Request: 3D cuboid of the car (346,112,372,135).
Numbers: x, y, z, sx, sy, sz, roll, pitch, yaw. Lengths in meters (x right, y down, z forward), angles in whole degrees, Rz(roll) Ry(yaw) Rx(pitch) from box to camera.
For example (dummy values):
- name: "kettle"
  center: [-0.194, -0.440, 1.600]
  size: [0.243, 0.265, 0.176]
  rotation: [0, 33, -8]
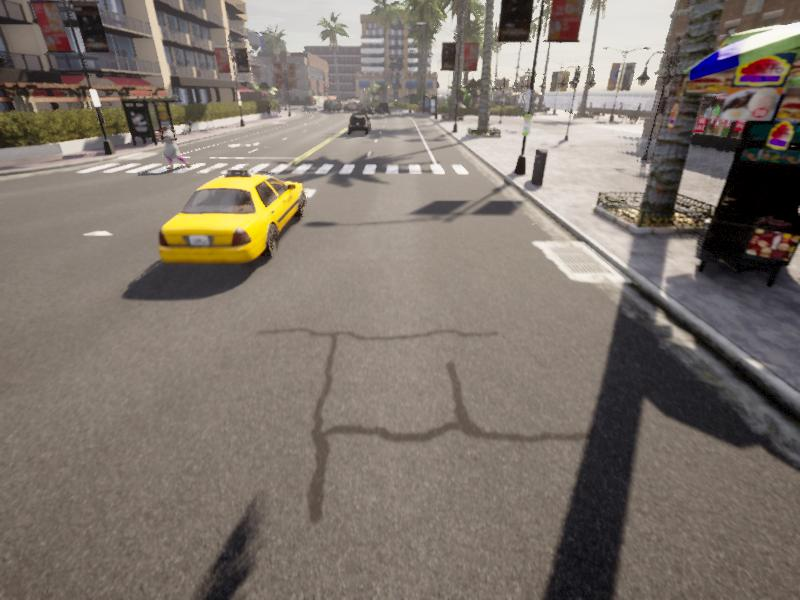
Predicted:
- name: "car"
  center: [-3.494, -15.420, 34.840]
  size: [1.851, 1.617, 3.988]
  rotation: [0, 27, 0]

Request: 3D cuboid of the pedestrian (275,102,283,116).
- name: "pedestrian"
  center: [-17.166, -27.165, 56.903]
  size: [0.751, 1.860, 0.751]
  rotation: [-1, 27, -2]

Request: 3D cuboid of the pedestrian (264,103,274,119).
- name: "pedestrian"
  center: [-16.490, -23.787, 50.337]
  size: [0.751, 1.860, 0.751]
  rotation: [1, 27, 1]

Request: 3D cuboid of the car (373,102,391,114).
- name: "car"
  center: [-3.174, -33.639, 70.006]
  size: [1.905, 1.878, 3.866]
  rotation: [-9, 29, -18]

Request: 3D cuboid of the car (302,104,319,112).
- name: "car"
  center: [-17.094, -36.616, 76.284]
  size: [1.895, 1.301, 4.718]
  rotation: [-11, 29, -21]

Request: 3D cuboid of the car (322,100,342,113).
- name: "car"
  center: [-12.963, -36.699, 75.683]
  size: [2.150, 2.045, 5.566]
  rotation: [-11, 29, -21]

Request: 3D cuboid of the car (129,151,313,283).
- name: "car"
  center: [-3.497, -2.238, 9.226]
  size: [1.801, 1.575, 5.366]
  rotation: [0, 27, 0]

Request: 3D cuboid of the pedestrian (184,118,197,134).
- name: "pedestrian"
  center: [-16.725, -13.906, 31.940]
  size: [0.500, 1.100, 0.500]
  rotation: [2, 27, 2]

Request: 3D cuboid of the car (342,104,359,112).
- name: "car"
  center: [-9.505, -36.750, 76.523]
  size: [1.994, 1.385, 4.181]
  rotation: [-11, 29, -21]

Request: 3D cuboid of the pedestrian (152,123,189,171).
- name: "pedestrian"
  center: [-9.919, -6.635, 17.359]
  size: [0.751, 1.860, 0.751]
  rotation: [0, 27, 0]

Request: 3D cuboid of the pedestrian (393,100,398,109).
- name: "pedestrian"
  center: [-1.019, -42.038, 85.991]
  size: [0.751, 1.860, 0.751]
  rotation: [-13, 30, -24]

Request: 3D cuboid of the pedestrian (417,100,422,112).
- name: "pedestrian"
  center: [3.681, -36.411, 75.087]
  size: [0.751, 1.860, 0.751]
  rotation: [-12, 30, -22]

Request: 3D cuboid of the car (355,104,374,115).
- name: "car"
  center: [-6.047, -32.257, 67.654]
  size: [2.242, 1.667, 4.611]
  rotation: [-7, 28, -14]
